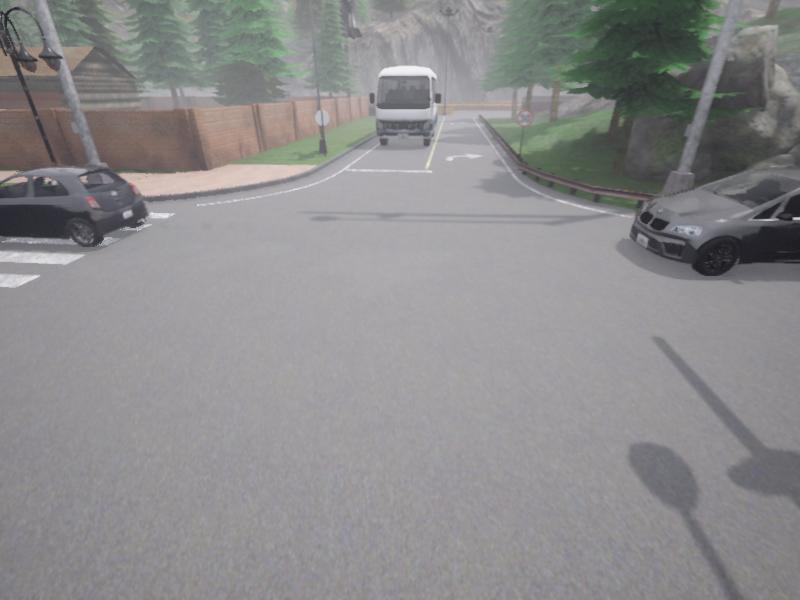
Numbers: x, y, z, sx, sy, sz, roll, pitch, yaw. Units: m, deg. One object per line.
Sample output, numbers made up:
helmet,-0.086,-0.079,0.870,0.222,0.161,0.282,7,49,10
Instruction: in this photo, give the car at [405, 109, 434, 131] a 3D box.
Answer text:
car,1.800,-15.834,35.050,2.128,1.511,4.902,3,28,6

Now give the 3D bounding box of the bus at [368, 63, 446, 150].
bus,0.854,-12.880,26.457,3.944,4.253,10.273,3,28,6

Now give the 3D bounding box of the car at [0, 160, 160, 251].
car,-7.918,-2.204,9.031,3.633,1.501,1.845,2,28,4

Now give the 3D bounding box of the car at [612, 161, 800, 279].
car,7.126,-1.623,7.714,4.611,1.667,2.242,1,28,1
